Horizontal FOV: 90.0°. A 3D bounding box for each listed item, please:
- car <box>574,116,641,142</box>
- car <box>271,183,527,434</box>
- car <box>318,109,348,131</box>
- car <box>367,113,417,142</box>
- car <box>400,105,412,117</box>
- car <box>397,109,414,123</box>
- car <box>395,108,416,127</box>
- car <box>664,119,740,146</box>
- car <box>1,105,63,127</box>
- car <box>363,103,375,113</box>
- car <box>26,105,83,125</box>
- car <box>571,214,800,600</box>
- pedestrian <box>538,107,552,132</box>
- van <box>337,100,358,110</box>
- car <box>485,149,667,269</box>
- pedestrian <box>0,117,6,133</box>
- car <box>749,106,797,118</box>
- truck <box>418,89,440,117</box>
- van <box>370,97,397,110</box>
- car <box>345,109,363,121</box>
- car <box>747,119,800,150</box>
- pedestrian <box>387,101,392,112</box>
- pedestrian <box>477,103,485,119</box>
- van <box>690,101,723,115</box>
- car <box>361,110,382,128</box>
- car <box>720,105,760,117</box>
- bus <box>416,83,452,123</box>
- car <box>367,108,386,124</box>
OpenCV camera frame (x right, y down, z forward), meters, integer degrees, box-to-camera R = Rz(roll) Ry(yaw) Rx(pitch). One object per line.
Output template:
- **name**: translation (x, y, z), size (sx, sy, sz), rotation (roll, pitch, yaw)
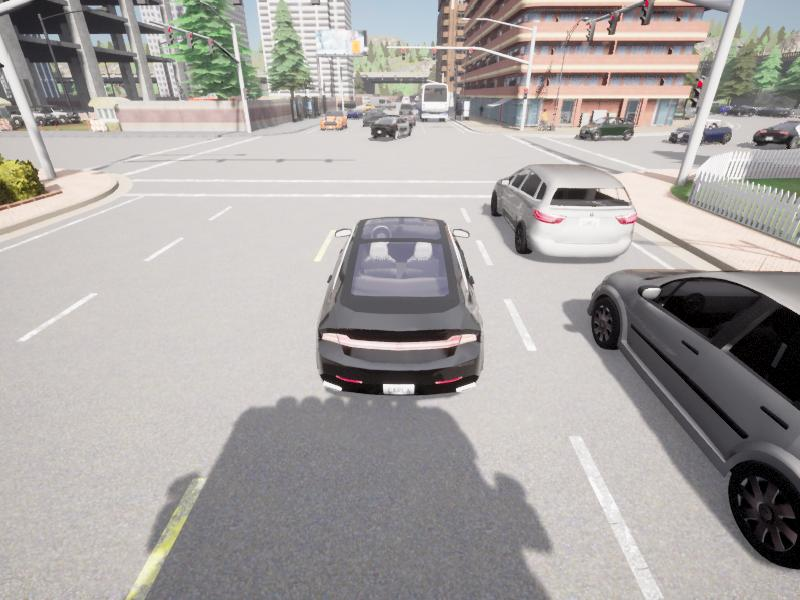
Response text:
- **car**: translation (15.047, -12.478, 29.121), size (3.705, 1.549, 1.789), rotation (-5, 28, -10)
- **car**: translation (0.022, -0.454, 5.857), size (2.128, 1.511, 4.902), rotation (0, 27, 1)
- **car**: translation (-6.455, -17.656, 39.076), size (2.097, 1.767, 4.553), rotation (0, 27, 1)
- **car**: translation (-0.520, -13.459, 31.005), size (1.930, 1.638, 5.238), rotation (11, 29, 20)
- **car**: translation (0.928, -29.947, 63.305), size (1.801, 1.575, 5.366), rotation (0, 27, 1)
- **car**: translation (0.726, -23.167, 50.254), size (2.033, 1.411, 5.357), rotation (0, 27, 1)
- **car**: translation (0.606, -19.990, 43.758), size (2.242, 1.667, 4.611), rotation (0, 27, 1)
- **car**: translation (20.350, -11.371, 27.048), size (3.806, 1.475, 1.970), rotation (-9, 29, -18)
- **car**: translation (-36.858, -18.473, 40.154), size (3.866, 1.878, 1.905), rotation (0, 27, 1)
- **car**: translation (-5.864, -36.718, 76.509), size (1.882, 1.535, 5.008), rotation (0, 27, 1)
- **car**: translation (-36.822, -19.816, 42.770), size (3.866, 1.878, 1.905), rotation (0, 27, 1)
- **car**: translation (3.494, 0.484, 3.923), size (1.851, 1.617, 3.988), rotation (0, 27, 1)
- **pedestrian**: translation (12.262, -15.257, 33.817), size (0.751, 1.860, 0.751), rotation (4, 27, 7)
- **van**: translation (-11.808, -44.131, 90.464), size (4.442, 1.987, 1.775), rotation (1, 27, 1)
- **car**: translation (3.605, -2.398, 9.471), size (2.242, 1.667, 4.611), rotation (1, 27, 1)
- **pedestrian**: translation (-33.666, -14.869, 33.068), size (0.751, 1.860, 0.751), rotation (-4, 27, -8)
- **car**: translation (54.865, -27.746, 59.032), size (2.033, 1.411, 5.357), rotation (1, 27, 1)
- **truck**: translation (4.443, -31.277, 63.389), size (2.891, 3.827, 8.468), rotation (0, 27, 1)
- **van**: translation (-3.694, -44.321, 90.184), size (5.915, 2.561, 1.988), rotation (1, 27, 1)
- **car**: translation (-6.215, -25.217, 54.359), size (1.895, 1.301, 4.718), rotation (0, 27, 1)
- **car**: translation (24.860, -10.441, 25.169), size (4.974, 1.542, 2.038), rotation (-10, 28, -19)
- **pedestrian**: translation (-2.049, -38.780, 80.121), size (0.751, 1.860, 0.751), rotation (13, 30, 24)
- **pedestrian**: translation (10.635, -24.692, 52.327), size (0.751, 1.860, 0.751), rotation (0, 27, 0)
- **van**: translation (51.569, -32.391, 67.451), size (1.775, 1.987, 4.442), rotation (1, 27, 1)
- **car**: translation (-2.903, -19.094, 42.207), size (1.837, 1.490, 4.892), rotation (0, 27, 1)
- **car**: translation (51.403, -28.593, 60.579), size (1.837, 1.490, 4.892), rotation (1, 27, 1)
- **bus**: translation (4.139, -25.660, 51.985), size (3.944, 4.253, 10.273), rotation (0, 27, 1)
- **car**: translation (-2.804, -22.385, 48.621), size (1.837, 1.490, 4.892), rotation (0, 27, 1)
